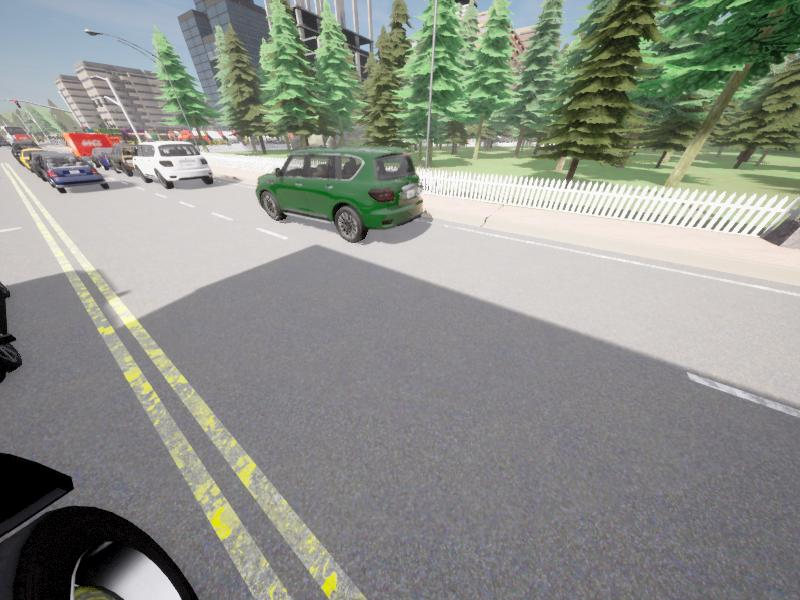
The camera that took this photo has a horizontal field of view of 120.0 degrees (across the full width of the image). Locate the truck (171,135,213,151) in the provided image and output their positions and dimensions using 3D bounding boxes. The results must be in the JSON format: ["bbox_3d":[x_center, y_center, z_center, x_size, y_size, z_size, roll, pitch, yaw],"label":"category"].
[{"bbox_3d":[-41.368,-31.446,46.142,2.627,2.467,5.204,20,40,26],"label":"truck"}]

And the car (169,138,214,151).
[{"bbox_3d":[-39.280,-29.418,43.634,2.150,2.045,5.566,21,40,26],"label":"car"}]

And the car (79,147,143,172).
[{"bbox_3d":[-24.112,-11.834,19.265,4.792,1.488,2.163,22,40,27],"label":"car"}]

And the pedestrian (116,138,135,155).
[{"bbox_3d":[-36.885,-20.639,31.043,0.751,1.860,0.751,23,41,28],"label":"pedestrian"}]

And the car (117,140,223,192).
[{"bbox_3d":[-12.731,-7.552,12.774,5.566,2.045,2.150,22,40,27],"label":"car"}]

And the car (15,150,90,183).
[{"bbox_3d":[-21.863,-8.497,14.549,4.193,1.474,1.816,22,40,27],"label":"car"}]

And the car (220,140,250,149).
[{"bbox_3d":[-36.964,-35.020,51.951,2.033,1.649,4.856,21,40,26],"label":"car"}]

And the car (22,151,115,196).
[{"bbox_3d":[-16.643,-6.462,11.626,3.705,1.549,1.789,22,40,27],"label":"car"}]

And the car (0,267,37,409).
[{"bbox_3d":[-6.037,0.220,2.301,3.806,1.475,1.970,22,41,28],"label":"car"}]

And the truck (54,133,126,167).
[{"bbox_3d":[-29.377,-14.326,21.909,5.204,2.467,2.627,22,40,27],"label":"truck"}]

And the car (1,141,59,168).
[{"bbox_3d":[-33.445,-13.257,20.877,4.605,1.855,1.932,22,40,27],"label":"car"}]

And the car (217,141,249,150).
[{"bbox_3d":[-35.234,-32.796,48.907,2.038,1.542,4.974,21,40,26],"label":"car"}]

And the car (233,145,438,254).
[{"bbox_3d":[-1.978,-3.307,6.814,5.566,2.045,2.150,21,40,27],"label":"car"}]

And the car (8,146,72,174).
[{"bbox_3d":[-27.629,-10.828,17.727,5.366,1.575,1.801,22,40,27],"label":"car"}]

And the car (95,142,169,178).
[{"bbox_3d":[-18.719,-9.858,16.152,4.605,1.855,1.932,22,40,27],"label":"car"}]

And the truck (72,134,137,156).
[{"bbox_3d":[-43.011,-22.814,33.863,2.627,2.467,5.204,29,44,35],"label":"truck"}]

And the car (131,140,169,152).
[{"bbox_3d":[-45.119,-27.850,41.750,1.851,1.617,3.988,22,41,28],"label":"car"}]
